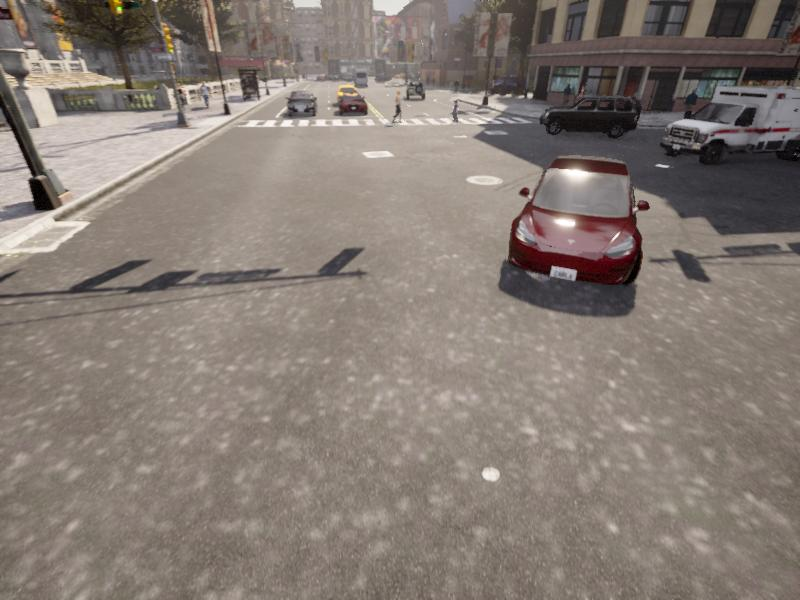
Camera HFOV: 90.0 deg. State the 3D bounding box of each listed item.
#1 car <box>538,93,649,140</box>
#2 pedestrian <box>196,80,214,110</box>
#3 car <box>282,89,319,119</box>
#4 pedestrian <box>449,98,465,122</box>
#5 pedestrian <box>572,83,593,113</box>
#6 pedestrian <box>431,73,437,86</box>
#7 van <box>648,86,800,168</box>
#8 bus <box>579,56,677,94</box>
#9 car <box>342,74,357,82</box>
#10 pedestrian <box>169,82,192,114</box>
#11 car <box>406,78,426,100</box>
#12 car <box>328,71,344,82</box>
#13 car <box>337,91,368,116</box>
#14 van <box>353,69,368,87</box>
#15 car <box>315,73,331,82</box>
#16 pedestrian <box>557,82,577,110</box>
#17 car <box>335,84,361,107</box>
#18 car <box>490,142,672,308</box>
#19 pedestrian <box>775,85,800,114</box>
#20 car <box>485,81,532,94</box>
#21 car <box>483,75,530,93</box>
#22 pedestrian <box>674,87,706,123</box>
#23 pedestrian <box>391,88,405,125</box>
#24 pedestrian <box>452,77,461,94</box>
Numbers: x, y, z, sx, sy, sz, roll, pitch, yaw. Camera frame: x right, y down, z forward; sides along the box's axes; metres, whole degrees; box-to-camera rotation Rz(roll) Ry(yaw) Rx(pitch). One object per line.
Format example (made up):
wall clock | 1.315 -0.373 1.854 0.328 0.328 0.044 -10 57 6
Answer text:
car | 9.587 -9.354 20.248 4.605 1.855 1.932 10 32 18
pedestrian | -14.101 -14.842 28.972 0.751 1.860 0.751 -9 32 -16
car | -6.826 -13.777 27.949 2.128 1.511 4.902 -4 31 -8
pedestrian | 3.516 -11.796 24.866 0.751 1.300 0.751 -3 31 -6
pedestrian | 13.267 -14.711 29.125 0.751 1.860 0.751 -17 35 -27
pedestrian | 5.507 -35.934 65.272 0.751 1.860 0.751 -6 31 -10
van | 13.364 -6.665 15.170 6.366 2.431 2.351 -7 31 -12
bus | 30.364 -30.136 53.693 10.273 4.253 3.944 -4 31 -8
car | -10.668 -47.118 84.833 2.007 1.525 4.514 5 31 8
pedestrian | -14.390 -13.258 26.263 0.751 1.860 0.751 -7 31 -12
car | 1.626 -22.244 42.164 1.932 1.855 4.605 0 30 0
car | -13.871 -48.509 86.815 1.932 1.855 4.605 5 31 9
car | -3.492 -14.367 29.143 1.994 1.385 4.181 -4 31 -8
van | -6.573 -36.711 66.109 1.988 2.561 5.915 -4 31 -8
car | -16.851 -48.791 87.674 2.002 1.452 4.674 6 31 9
pedestrian | 12.942 -15.830 31.032 0.751 1.860 0.751 -4 31 -7
car | -4.623 -18.043 35.239 1.882 1.535 5.008 -4 31 -8
car | 3.469 -1.847 7.740 2.163 1.488 4.792 13 33 21
pedestrian | 28.637 -14.712 29.339 0.751 1.860 0.751 -3 31 -7
car | 14.109 -27.674 52.092 5.357 1.411 2.033 -4 31 -8
car | 14.559 -29.738 54.980 5.566 2.045 2.150 -4 31 -8
pedestrian | 17.384 -11.691 24.024 0.751 1.860 0.751 -15 34 -25
pedestrian | -0.120 -11.409 23.602 0.751 1.860 0.751 -2 30 -4
pedestrian | 7.149 -27.129 50.555 0.751 1.860 0.751 -5 31 -10
